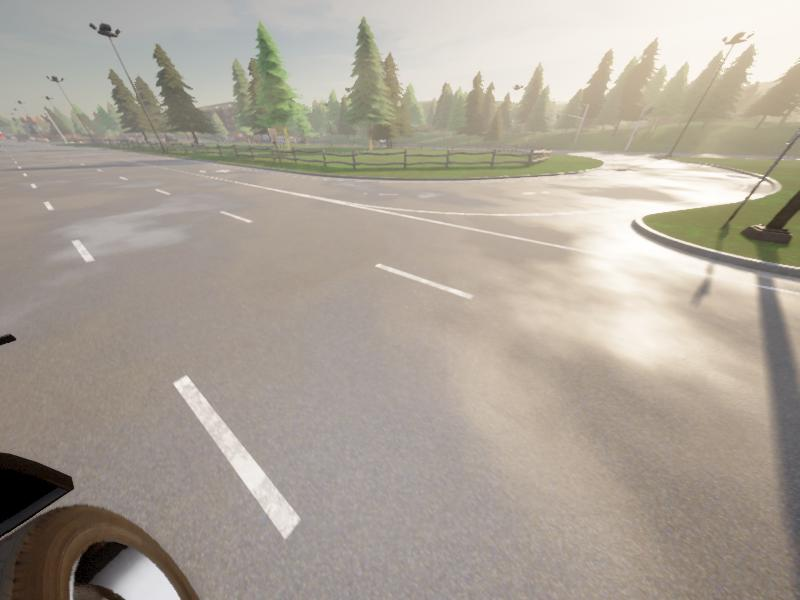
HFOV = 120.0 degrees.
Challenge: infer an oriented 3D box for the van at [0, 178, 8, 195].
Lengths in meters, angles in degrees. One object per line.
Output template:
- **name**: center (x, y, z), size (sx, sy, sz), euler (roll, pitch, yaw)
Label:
- **van**: center (-20.564, -6.070, 10.595), size (4.442, 1.987, 1.775), euler (23, 41, 27)
